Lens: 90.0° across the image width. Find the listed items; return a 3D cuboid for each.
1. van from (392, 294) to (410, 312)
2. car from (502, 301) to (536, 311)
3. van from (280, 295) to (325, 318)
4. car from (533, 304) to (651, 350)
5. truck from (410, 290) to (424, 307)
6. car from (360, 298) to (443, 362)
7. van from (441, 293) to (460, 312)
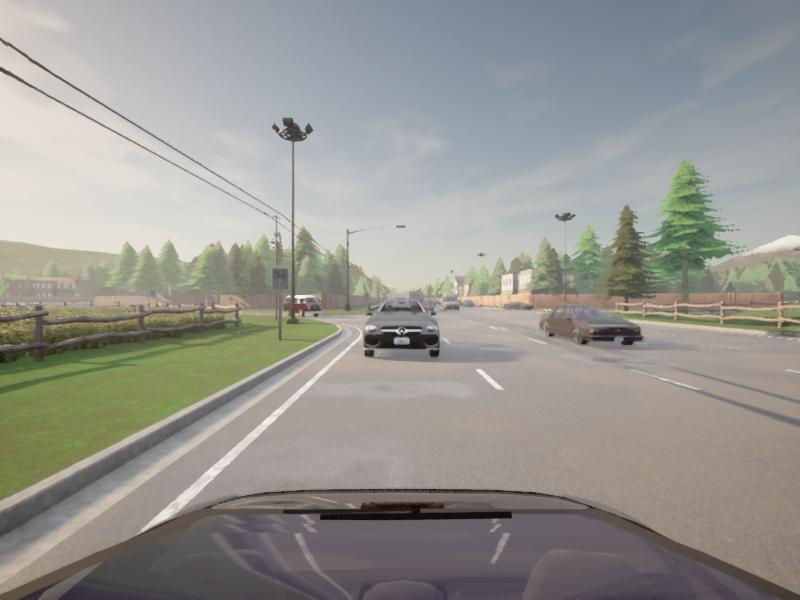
[{"bbox_3d":[0.169,0.372,56.427,2.351,2.431,6.366,0,0,0],"label":"van"},{"bbox_3d":[18.301,0.888,61.969,2.033,1.411,5.357,0,0,-24],"label":"car"},{"bbox_3d":[-9.144,0.567,37.285,2.069,2.038,4.480,0,0,-45],"label":"van"},{"bbox_3d":[7.057,0.893,15.537,2.033,1.411,5.357,0,0,0],"label":"car"},{"bbox_3d":[3.758,-0.334,90.605,2.891,3.827,8.468,0,0,0],"label":"truck"},{"bbox_3d":[0.051,0.779,12.950,2.152,1.651,5.027,0,0,0],"label":"car"},{"bbox_3d":[7.168,0.317,56.896,1.988,2.561,5.915,0,0,0],"label":"van"}]
